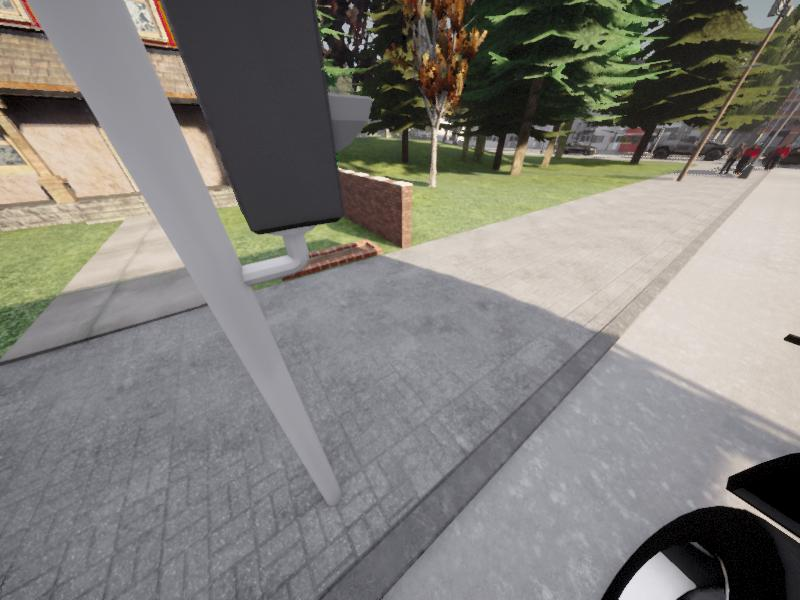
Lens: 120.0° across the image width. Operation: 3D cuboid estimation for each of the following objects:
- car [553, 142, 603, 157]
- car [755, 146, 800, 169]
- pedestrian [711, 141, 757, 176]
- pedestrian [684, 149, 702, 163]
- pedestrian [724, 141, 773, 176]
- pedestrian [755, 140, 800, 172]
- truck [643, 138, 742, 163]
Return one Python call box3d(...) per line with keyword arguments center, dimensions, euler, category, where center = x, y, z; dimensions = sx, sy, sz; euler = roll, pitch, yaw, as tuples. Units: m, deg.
box3d(center=(25.405, -21.769, 33.234), dimensions=(2.152, 1.651, 5.027), euler=(-22, 41, -28), category="car")
box3d(center=(34.243, -12.156, 19.654), dimensions=(1.816, 1.474, 4.193), euler=(5, 35, 8), category="car")
box3d(center=(21.343, -9.071, 14.808), dimensions=(0.751, 1.860, 0.751), euler=(-14, 37, -18), category="pedestrian")
box3d(center=(28.166, -13.837, 22.187), dimensions=(0.500, 1.100, 0.500), euler=(-17, 38, -22), category="pedestrian")
box3d(center=(22.000, -8.950, 14.632), dimensions=(0.751, 1.860, 0.751), euler=(-11, 37, -15), category="pedestrian")
box3d(center=(26.440, -10.054, 16.169), dimensions=(0.751, 1.860, 0.751), euler=(-13, 37, -17), category="pedestrian")
box3d(center=(31.887, -16.664, 25.528), dimensions=(2.390, 2.098, 6.274), euler=(-22, 41, -28), category="truck")
